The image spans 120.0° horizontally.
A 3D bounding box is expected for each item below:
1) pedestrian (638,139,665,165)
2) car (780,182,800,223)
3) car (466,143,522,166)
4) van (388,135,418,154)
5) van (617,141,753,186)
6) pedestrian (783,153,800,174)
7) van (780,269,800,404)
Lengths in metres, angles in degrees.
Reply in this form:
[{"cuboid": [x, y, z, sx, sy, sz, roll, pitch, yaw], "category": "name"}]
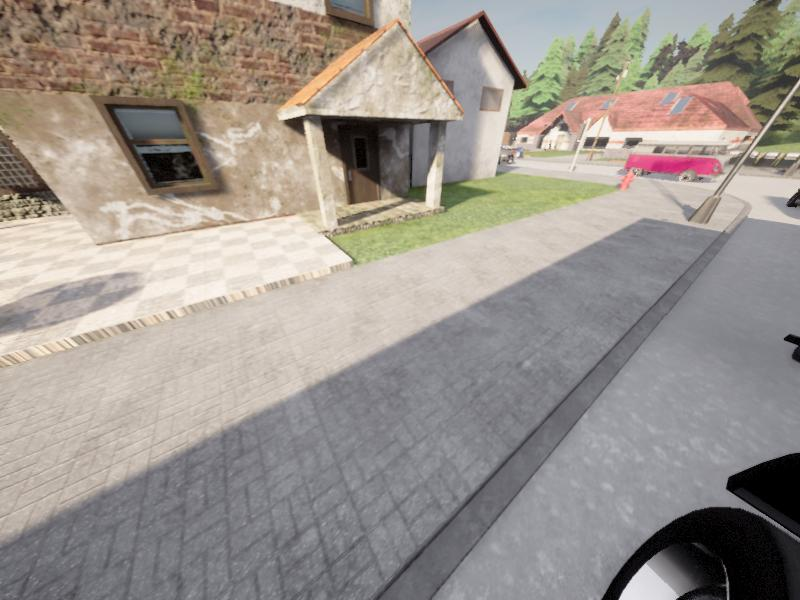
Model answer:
[{"cuboid": [22.059, -12.967, 20.288, 0.751, 1.860, 0.751, -21, 40, -26], "category": "pedestrian"}, {"cuboid": [14.414, -3.361, 7.225, 3.705, 1.549, 1.789, -28, 44, -34], "category": "car"}, {"cuboid": [9.347, -14.891, 23.486, 2.242, 1.667, 4.611, -22, 40, -27], "category": "car"}, {"cuboid": [0.441, -26.806, 39.673, 1.988, 2.561, 5.915, -22, 41, -27], "category": "van"}, {"cuboid": [16.656, -8.392, 13.957, 1.775, 1.987, 4.442, -15, 38, -20], "category": "van"}, {"cuboid": [26.563, -9.320, 15.090, 0.751, 1.860, 0.751, -22, 41, -28], "category": "pedestrian"}, {"cuboid": [7.038, -0.506, 2.379, 5.915, 2.561, 1.988, -21, 41, -27], "category": "van"}]
